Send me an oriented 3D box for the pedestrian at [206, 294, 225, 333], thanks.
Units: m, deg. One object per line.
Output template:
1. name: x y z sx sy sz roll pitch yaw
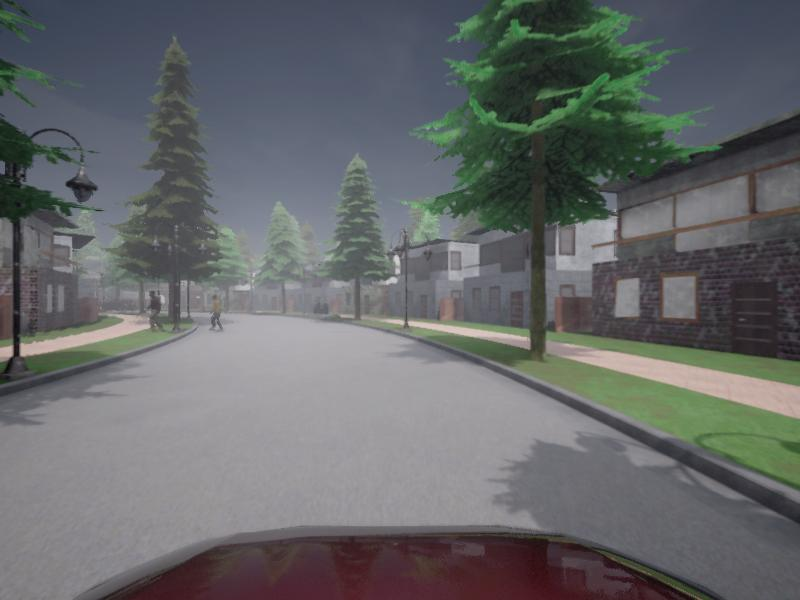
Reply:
1. pedestrian: -9.041 0.638 19.597 0.751 1.860 0.751 0 0 -29

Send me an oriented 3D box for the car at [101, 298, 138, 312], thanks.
1. car: -39.740 0.658 56.669 4.605 1.855 1.932 0 0 19

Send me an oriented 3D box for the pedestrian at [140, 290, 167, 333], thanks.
1. pedestrian: -10.826 0.486 17.580 0.751 1.860 0.751 0 0 36
